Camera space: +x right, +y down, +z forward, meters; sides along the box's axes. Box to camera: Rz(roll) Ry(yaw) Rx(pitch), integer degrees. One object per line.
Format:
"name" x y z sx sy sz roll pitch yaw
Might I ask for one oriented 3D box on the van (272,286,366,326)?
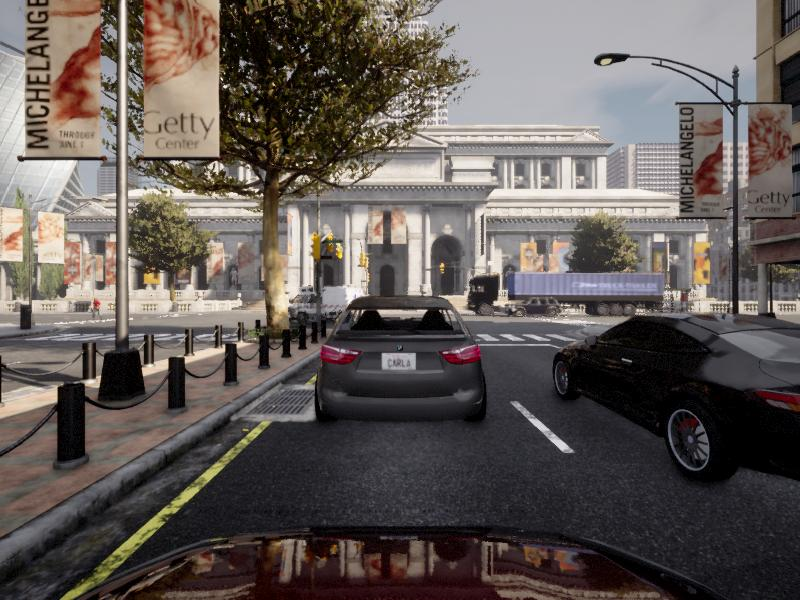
"van" -5.367 0.378 27.601 2.351 2.431 6.366 -1 0 38

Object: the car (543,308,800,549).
"car" 3.472 0.870 4.859 1.812 1.442 4.674 0 0 0

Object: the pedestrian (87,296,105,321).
"pedestrian" -22.558 0.637 29.719 0.751 1.860 0.751 0 0 -2

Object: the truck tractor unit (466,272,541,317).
"truck tractor unit" 10.015 -0.520 39.214 6.516 4.208 3.053 0 0 0

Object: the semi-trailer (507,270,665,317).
"semi-trailer" 17.927 -0.617 39.174 14.254 4.402 2.717 0 0 0

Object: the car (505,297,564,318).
"car" 11.910 0.652 35.704 4.605 1.855 1.932 0 0 0

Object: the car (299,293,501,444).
"car" 0.019 0.756 6.742 2.242 1.667 4.611 0 0 0
